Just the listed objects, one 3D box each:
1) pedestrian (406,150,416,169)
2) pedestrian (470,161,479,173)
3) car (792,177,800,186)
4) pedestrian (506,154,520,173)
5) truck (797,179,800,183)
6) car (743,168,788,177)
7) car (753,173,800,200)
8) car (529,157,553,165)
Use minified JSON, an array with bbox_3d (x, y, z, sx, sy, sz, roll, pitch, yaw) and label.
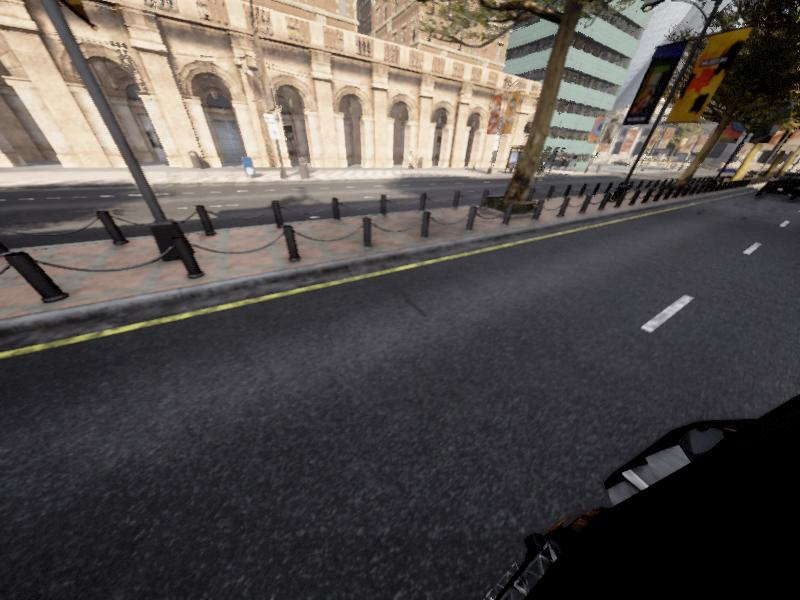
[{"bbox_3d":[1.226,-16.086,26.456,0.751,1.860,0.751,-16,38,-26],"label":"pedestrian"},{"bbox_3d":[8.039,-14.388,25.038,0.500,1.100,0.500,-13,36,-22],"label":"pedestrian"},{"bbox_3d":[53.411,-15.545,29.886,3.806,1.475,1.970,-16,38,-26],"label":"car"},{"bbox_3d":[13.576,-16.465,27.879,0.751,1.860,0.751,-16,38,-26],"label":"pedestrian"},{"bbox_3d":[62.644,-18.614,34.271,5.204,2.467,2.627,-16,38,-26],"label":"truck"},{"bbox_3d":[81.195,-28.433,51.407,5.357,1.411,2.033,7,34,7],"label":"car"},{"bbox_3d":[31.338,-9.265,18.695,5.238,1.638,1.930,-16,38,-26],"label":"car"},{"bbox_3d":[32.218,-31.796,52.836,4.902,1.511,2.128,-16,38,-26],"label":"car"}]
